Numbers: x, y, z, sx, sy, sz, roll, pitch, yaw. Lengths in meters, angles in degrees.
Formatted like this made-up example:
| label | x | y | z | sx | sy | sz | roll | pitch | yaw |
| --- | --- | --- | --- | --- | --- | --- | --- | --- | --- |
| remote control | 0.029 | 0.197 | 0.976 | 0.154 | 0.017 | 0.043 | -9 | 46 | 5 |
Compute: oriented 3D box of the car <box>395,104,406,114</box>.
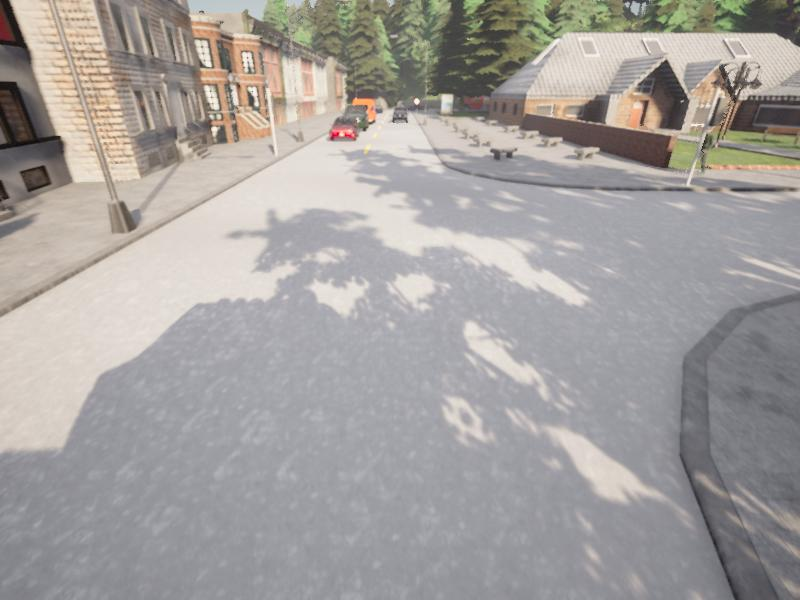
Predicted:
| label | x | y | z | sx | sy | sz | roll | pitch | yaw |
| --- | --- | --- | --- | --- | --- | --- | --- | --- | --- |
| car | 0.068 | -33.998 | 71.281 | 1.837 | 1.490 | 4.892 | 0 | 27 | 0 |

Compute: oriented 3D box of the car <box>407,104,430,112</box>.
| label | x | y | z | sx | sy | sz | roll | pitch | yaw |
| --- | --- | --- | --- | --- | --- | --- | --- | --- | --- |
| car | 3.793 | -38.614 | 80.378 | 4.181 | 1.385 | 1.994 | -16 | 31 | -28 |

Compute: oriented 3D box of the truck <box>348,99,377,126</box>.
| label | x | y | z | sx | sy | sz | roll | pitch | yaw |
| --- | --- | --- | --- | --- | --- | --- | --- | --- | --- |
| truck | -3.992 | -20.734 | 44.017 | 2.627 | 2.467 | 5.204 | 0 | 27 | 0 |

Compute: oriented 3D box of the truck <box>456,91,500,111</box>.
| label | x | y | z | sx | sy | sz | roll | pitch | yaw |
| --- | --- | --- | --- | --- | --- | --- | --- | --- | --- |
| truck | 16.410 | -42.060 | 84.500 | 8.468 | 3.827 | 2.891 | 0 | 27 | 0 |

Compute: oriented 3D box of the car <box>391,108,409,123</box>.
| label | x | y | z | sx | sy | sz | roll | pitch | yaw |
| --- | --- | --- | --- | --- | --- | --- | --- | --- | --- |
| car | 0.015 | -22.109 | 47.891 | 2.033 | 1.411 | 5.357 | 0 | 27 | 0 |

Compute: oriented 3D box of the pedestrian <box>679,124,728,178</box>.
| label | x | y | z | sx | sy | sz | roll | pitch | yaw |
| --- | --- | --- | --- | --- | --- | --- | --- | --- | --- |
| pedestrian | 11.857 | -5.839 | 15.668 | 0.751 | 1.860 | 0.751 | -8 | 28 | -15 |

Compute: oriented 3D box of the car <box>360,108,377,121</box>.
| label | x | y | z | sx | sy | sz | roll | pitch | yaw |
| --- | --- | --- | --- | --- | --- | --- | --- | --- | --- |
| car | -3.968 | -23.869 | 51.372 | 1.895 | 1.301 | 4.718 | 0 | 27 | -1 |

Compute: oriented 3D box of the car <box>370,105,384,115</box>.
| label | x | y | z | sx | sy | sz | roll | pitch | yaw |
| --- | --- | --- | --- | --- | --- | --- | --- | --- | --- |
| car | -3.937 | -32.954 | 69.253 | 2.163 | 1.488 | 4.792 | 0 | 27 | 0 |

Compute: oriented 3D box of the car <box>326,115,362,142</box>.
| label | x | y | z | sx | sy | sz | roll | pitch | yaw |
| --- | --- | --- | --- | --- | --- | --- | --- | --- | --- |
| car | -4.010 | -12.646 | 29.380 | 2.007 | 1.525 | 4.514 | 0 | 27 | 0 |

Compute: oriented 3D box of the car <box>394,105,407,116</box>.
| label | x | y | z | sx | sy | sz | roll | pitch | yaw |
| --- | --- | --- | --- | --- | --- | --- | --- | --- | --- |
| car | 0.041 | -28.686 | 60.513 | 1.837 | 1.490 | 4.892 | 0 | 26 | 0 |

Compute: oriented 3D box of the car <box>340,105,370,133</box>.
| label | x | y | z | sx | sy | sz | roll | pitch | yaw |
| --- | --- | --- | --- | --- | --- | --- | --- | --- | --- |
| car | -4.017 | -16.638 | 36.545 | 2.150 | 2.045 | 5.566 | 0 | 27 | 0 |

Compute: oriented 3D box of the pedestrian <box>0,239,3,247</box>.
| label | x | y | z | sx | sy | sz | roll | pitch | yaw |
| --- | --- | --- | --- | --- | --- | --- | --- | --- | --- |
| pedestrian | -8.753 | -1.802 | 7.690 | 0.751 | 1.860 | 0.751 | 1 | 27 | 1 |
